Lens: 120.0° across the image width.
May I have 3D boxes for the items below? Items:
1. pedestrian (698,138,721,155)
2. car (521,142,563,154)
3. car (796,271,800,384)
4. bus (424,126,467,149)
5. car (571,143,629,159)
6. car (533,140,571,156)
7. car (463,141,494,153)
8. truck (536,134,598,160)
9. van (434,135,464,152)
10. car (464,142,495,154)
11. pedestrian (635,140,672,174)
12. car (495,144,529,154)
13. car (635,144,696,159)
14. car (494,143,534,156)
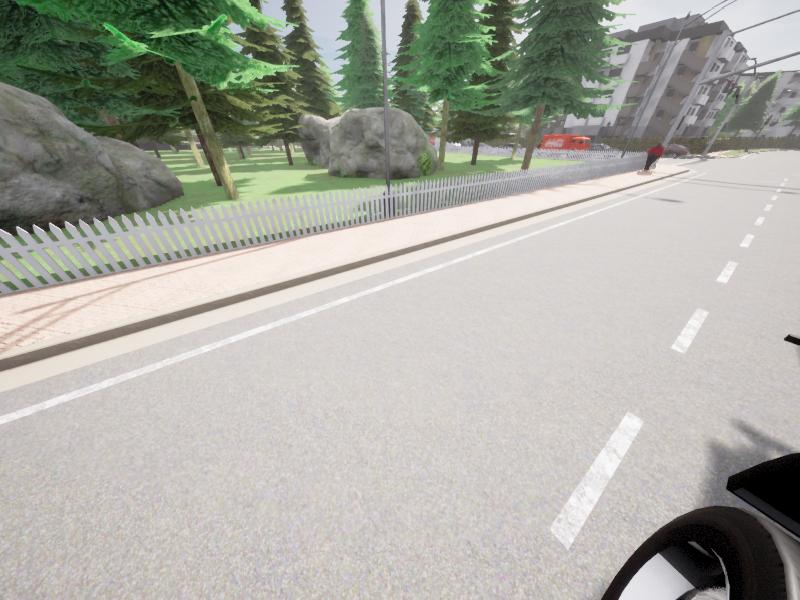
[{"bbox_3d":[40.503,-20.088,30.241,0.751,1.860,0.751,1,35,2],"label":"pedestrian"},{"bbox_3d":[22.897,-24.704,37.466,1.801,1.575,5.366,-21,40,-26],"label":"car"},{"bbox_3d":[7.083,-0.171,2.747,5.366,1.575,1.801,-21,40,-28],"label":"car"},{"bbox_3d":[10.862,-40.007,56.963,3.944,4.253,10.273,-21,40,-26],"label":"bus"},{"bbox_3d":[25.182,-18.954,29.343,2.128,1.511,4.902,-21,40,-26],"label":"car"},{"bbox_3d":[21.873,-22.031,33.408,1.905,1.878,3.866,-21,40,-26],"label":"car"},{"bbox_3d":[14.425,-28.508,42.895,2.152,1.651,5.027,-21,40,-26],"label":"car"},{"bbox_3d":[20.906,-19.423,29.207,2.627,2.467,5.204,-21,40,-26],"label":"truck"},{"bbox_3d":[9.162,-29.829,44.013,1.988,2.561,5.915,-21,40,-26],"label":"van"},{"bbox_3d":[13.332,-25.719,39.053,1.837,1.490,4.892,-21,40,-26],"label":"car"},{"bbox_3d":[16.847,-9.507,15.380,0.751,1.860,0.751,-19,39,-25],"label":"pedestrian"},{"bbox_3d":[18.352,-24.904,38.032,1.895,1.301,4.718,-21,40,-26],"label":"car"},{"bbox_3d":[33.514,-18.964,29.354,1.812,1.442,4.674,-21,40,-26],"label":"car"},{"bbox_3d":[16.903,-22.563,34.544,1.837,1.490,4.892,-21,40,-26],"label":"car"}]
